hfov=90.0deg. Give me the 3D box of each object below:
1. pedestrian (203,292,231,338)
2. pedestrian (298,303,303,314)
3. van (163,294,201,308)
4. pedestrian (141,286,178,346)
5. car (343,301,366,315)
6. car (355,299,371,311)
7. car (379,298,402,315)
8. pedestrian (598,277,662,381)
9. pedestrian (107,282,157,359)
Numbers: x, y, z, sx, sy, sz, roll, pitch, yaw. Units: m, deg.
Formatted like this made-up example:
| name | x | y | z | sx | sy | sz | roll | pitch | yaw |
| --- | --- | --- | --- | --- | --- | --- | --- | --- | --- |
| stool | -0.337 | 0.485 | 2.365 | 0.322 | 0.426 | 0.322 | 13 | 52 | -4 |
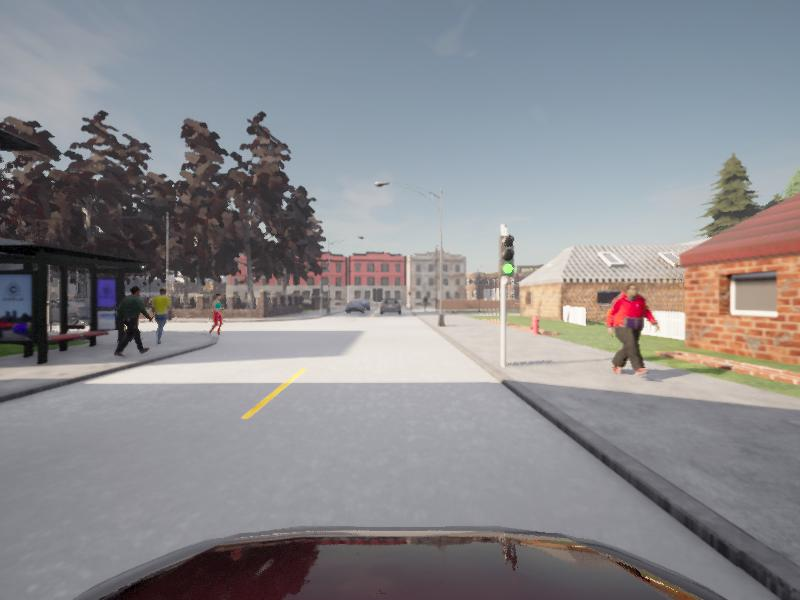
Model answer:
| name | x | y | z | sx | sy | sz | roll | pitch | yaw |
| --- | --- | --- | --- | --- | --- | --- | --- | --- | --- |
| pedestrian | -7.618 | 0.590 | 16.656 | 0.751 | 1.860 | 0.751 | 0 | 0 | 11 |
| pedestrian | -9.805 | 0.803 | 39.522 | 0.500 | 1.100 | 0.500 | 0 | 0 | -11 |
| van | -40.028 | 0.117 | 73.561 | 5.915 | 2.561 | 1.988 | 0 | 0 | -1 |
| pedestrian | -7.685 | 0.489 | 12.828 | 0.751 | 1.860 | 0.751 | 0 | 0 | -1 |
| car | -4.783 | 0.773 | 42.998 | 2.033 | 1.411 | 5.357 | 0 | 0 | -2 |
| car | -5.031 | 0.669 | 54.396 | 1.882 | 1.535 | 5.008 | 0 | 0 | -2 |
| car | -0.909 | 0.637 | 42.270 | 2.242 | 1.667 | 4.611 | 0 | 0 | 1 |
| pedestrian | 4.291 | 0.511 | 7.510 | 0.751 | 1.860 | 0.751 | 0 | 0 | -4 |
| pedestrian | -6.787 | 0.496 | 10.162 | 0.751 | 1.860 | 0.751 | 0 | 0 | 21 |
